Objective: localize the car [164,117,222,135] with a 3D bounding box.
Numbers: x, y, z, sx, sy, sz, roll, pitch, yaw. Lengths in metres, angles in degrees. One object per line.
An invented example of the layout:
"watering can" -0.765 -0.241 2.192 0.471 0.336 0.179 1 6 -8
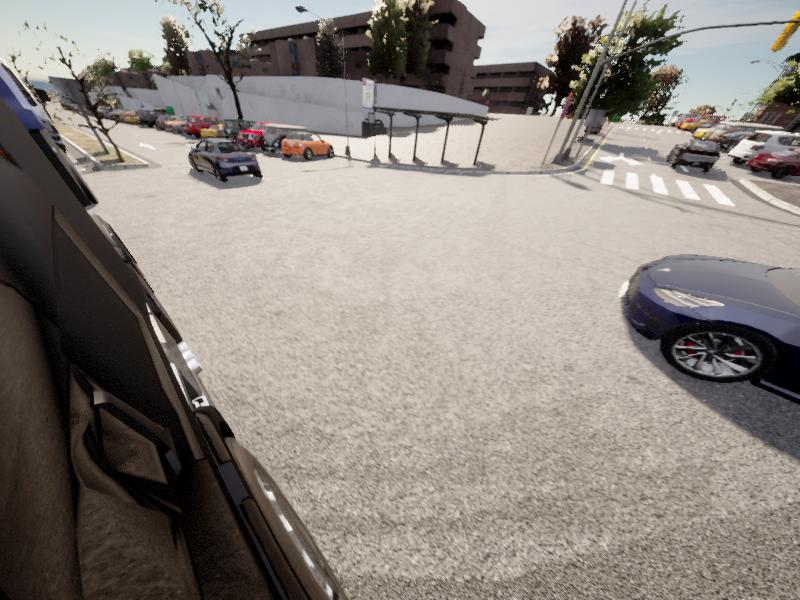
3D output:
"car" -26.084 -22.007 29.400 2.231 1.521 4.892 14 37 11

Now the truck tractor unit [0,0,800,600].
"truck tractor unit" -2.645 -0.295 0.351 6.516 4.208 3.053 28 44 30

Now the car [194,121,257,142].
"car" -18.908 -18.455 25.426 1.946 1.575 5.366 14 37 12

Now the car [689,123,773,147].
"car" 37.744 -18.994 26.525 5.366 1.575 1.946 14 43 12

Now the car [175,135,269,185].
"car" -8.172 -6.561 10.617 4.193 1.474 1.816 28 43 29

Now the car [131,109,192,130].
"car" -35.578 -27.076 34.765 2.435 2.045 5.566 13 37 12

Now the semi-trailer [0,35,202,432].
"semi-trailer" -8.734 -3.591 4.175 14.254 4.402 2.717 28 43 29

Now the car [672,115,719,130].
"car" 52.373 -31.566 41.032 4.553 1.767 2.185 14 41 10

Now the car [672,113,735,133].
"car" 48.669 -28.554 37.271 5.566 2.045 2.435 14 44 11

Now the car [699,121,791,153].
"car" 33.726 -16.130 22.820 4.442 1.987 1.878 14 44 12

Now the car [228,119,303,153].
"car" -11.829 -14.856 20.969 2.435 2.045 5.566 14 37 12

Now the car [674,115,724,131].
"car" 50.507 -30.045 39.200 4.553 1.767 2.185 14 43 11

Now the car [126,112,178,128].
"car" -40.298 -29.373 37.789 1.946 1.575 5.366 13 37 12

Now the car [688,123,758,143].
"car" 39.437 -20.552 28.395 4.674 1.452 2.002 14 44 12

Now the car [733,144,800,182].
"car" 24.496 -8.174 13.959 4.674 1.452 2.002 14 43 12

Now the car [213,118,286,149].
"car" -14.191 -16.119 22.401 2.435 2.045 5.566 14 37 12

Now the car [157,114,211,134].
"car" -28.444 -23.339 30.717 2.185 1.767 4.553 14 37 12

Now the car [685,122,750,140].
"car" 41.294 -22.110 30.211 4.674 1.452 2.002 14 43 12

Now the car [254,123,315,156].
"car" -9.495 -13.553 19.524 1.878 1.987 4.442 14 37 12

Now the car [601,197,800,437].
"car" 5.158 0.619 2.037 4.792 1.488 2.163 32 45 29

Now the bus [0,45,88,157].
"bus" -23.102 -11.245 13.098 10.273 4.253 3.944 27 42 28

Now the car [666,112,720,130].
"car" 54.112 -33.129 42.836 5.566 2.045 2.435 15 39 10

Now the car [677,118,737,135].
"car" 47.022 -26.759 35.577 5.366 1.575 1.946 14 43 11

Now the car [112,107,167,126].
"car" -45.090 -31.860 40.235 2.435 2.045 5.566 14 37 12

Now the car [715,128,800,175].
"car" 26.396 -9.934 15.566 5.566 2.045 2.435 14 43 12

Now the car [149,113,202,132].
"car" -30.847 -24.519 32.041 2.185 1.767 4.553 13 37 12

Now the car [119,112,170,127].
"car" -42.779 -30.373 38.875 1.946 1.575 5.366 14 37 12

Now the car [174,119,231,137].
"car" -23.712 -20.782 28.066 2.163 1.488 4.792 13 37 12

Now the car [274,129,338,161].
"car" -7.127 -12.275 18.244 2.185 1.767 4.553 14 37 12

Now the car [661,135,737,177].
"car" 19.540 -9.711 15.387 2.128 1.511 4.902 28 48 26

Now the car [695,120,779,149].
"car" 35.595 -17.681 24.629 4.442 1.987 1.878 14 44 12

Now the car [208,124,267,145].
"car" -16.596 -17.094 23.928 2.002 1.452 4.674 14 37 12

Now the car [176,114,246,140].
"car" -21.314 -19.789 26.529 2.435 2.045 5.566 14 37 12

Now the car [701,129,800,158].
"car" 31.955 -14.394 21.153 4.892 1.521 2.231 14 43 12
